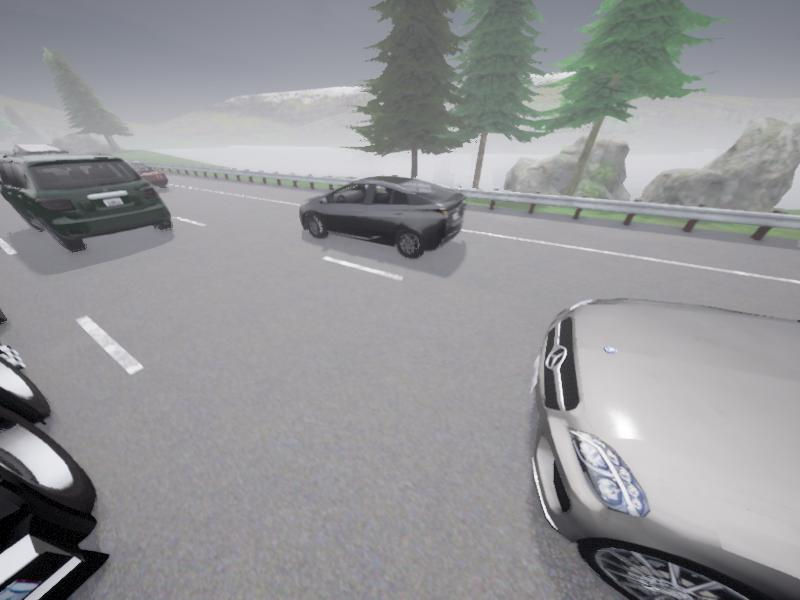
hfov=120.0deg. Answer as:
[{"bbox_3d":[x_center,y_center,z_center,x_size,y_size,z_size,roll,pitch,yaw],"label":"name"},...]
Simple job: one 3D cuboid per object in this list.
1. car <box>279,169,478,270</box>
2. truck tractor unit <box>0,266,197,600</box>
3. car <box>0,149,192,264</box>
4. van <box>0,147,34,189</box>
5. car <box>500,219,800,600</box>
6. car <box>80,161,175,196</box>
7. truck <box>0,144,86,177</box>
[{"bbox_3d":[-0.594,-2.391,6.102,4.514,1.525,2.007,17,39,24],"label":"car"},{"bbox_3d":[-5.114,-0.298,0.771,6.516,4.208,3.053,18,39,24],"label":"truck tractor unit"},{"bbox_3d":[-9.088,-2.978,6.563,5.566,2.045,2.150,18,39,24],"label":"car"},{"bbox_3d":[-25.476,-8.122,14.090,4.480,2.038,2.069,17,39,24],"label":"van"},{"bbox_3d":[3.436,1.113,0.951,5.027,1.651,2.152,17,39,24],"label":"car"},{"bbox_3d":[-15.117,-6.851,12.830,4.718,1.301,1.895,17,39,24],"label":"car"},{"bbox_3d":[-29.942,-11.835,19.410,6.274,2.098,2.390,17,39,24],"label":"truck"}]
